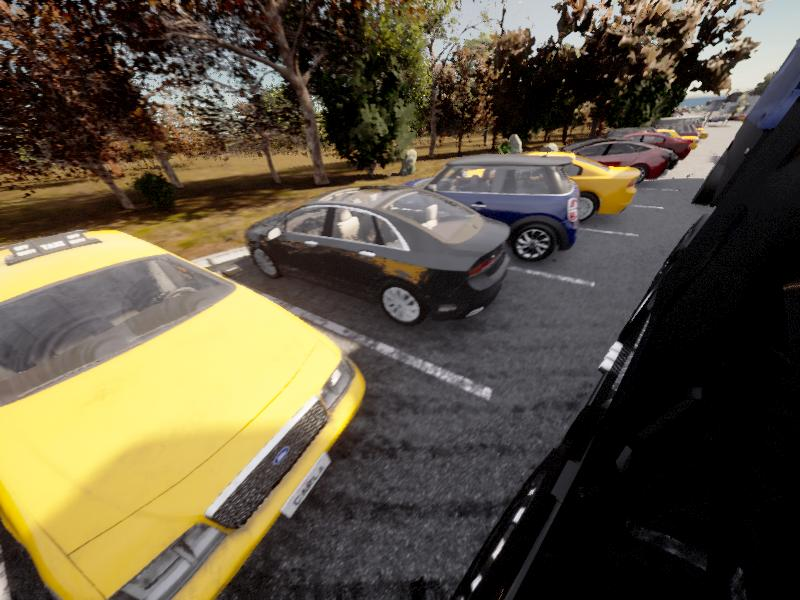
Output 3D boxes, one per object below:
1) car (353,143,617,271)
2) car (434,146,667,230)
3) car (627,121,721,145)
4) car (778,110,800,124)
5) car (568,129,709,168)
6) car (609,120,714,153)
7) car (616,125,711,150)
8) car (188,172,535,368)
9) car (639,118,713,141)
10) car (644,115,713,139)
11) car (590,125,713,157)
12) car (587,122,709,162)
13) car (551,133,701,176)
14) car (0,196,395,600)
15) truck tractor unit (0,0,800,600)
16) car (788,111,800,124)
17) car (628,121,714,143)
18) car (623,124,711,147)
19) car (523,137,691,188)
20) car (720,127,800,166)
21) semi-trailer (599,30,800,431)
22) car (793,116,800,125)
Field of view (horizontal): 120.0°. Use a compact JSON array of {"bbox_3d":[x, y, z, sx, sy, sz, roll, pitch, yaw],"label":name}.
[{"bbox_3d":[1.523,-2.398,5.333,4.553,1.767,2.185,17,41,26],"label":"car"},{"bbox_3d":[3.771,-3.516,6.899,5.008,1.535,2.097,17,41,25],"label":"car"},{"bbox_3d":[25.910,-16.007,22.235,5.366,1.575,1.946,14,39,23],"label":"car"},{"bbox_3d":[77.892,-34.890,43.948,5.566,2.045,2.435,11,39,17],"label":"car"},{"bbox_3d":[12.704,-8.439,12.932,5.008,1.535,2.097,16,40,24],"label":"car"},{"bbox_3d":[19.296,-12.303,17.485,4.553,1.767,2.185,15,40,24],"label":"car"},{"bbox_3d":[21.448,-13.446,19.160,4.674,1.452,2.002,15,40,23],"label":"car"},{"bbox_3d":[-0.765,-1.092,3.940,4.892,1.521,2.231,17,41,26],"label":"car"},{"bbox_3d":[30.019,-18.727,25.424,4.553,1.767,2.185,14,40,22],"label":"car"},{"bbox_3d":[32.197,-20.099,26.957,4.442,1.987,1.878,13,39,22],"label":"car"},{"bbox_3d":[16.930,-10.991,16.088,5.366,1.575,1.946,15,40,24],"label":"car"},{"bbox_3d":[14.872,-9.802,14.413,4.553,1.767,2.185,15,40,24],"label":"car"},{"bbox_3d":[10.516,-7.172,11.421,4.792,1.488,2.163,16,40,25],"label":"car"},{"bbox_3d":[-2.888,0.154,2.394,5.366,1.575,1.946,17,40,26],"label":"car"},{"bbox_3d":[2.645,-0.295,0.352,6.516,4.208,3.053,-28,44,-30],"label":"truck tractor unit"},{"bbox_3d":[75.874,-33.448,42.191,4.442,1.987,1.878,11,39,17],"label":"car"},{"bbox_3d":[27.709,-17.378,23.973,5.366,1.575,1.946,14,40,23],"label":"car"},{"bbox_3d":[23.603,-14.724,20.739,4.674,1.452,2.002,14,40,23],"label":"car"},{"bbox_3d":[8.226,-5.949,9.928,4.792,1.488,2.163,16,40,25],"label":"car"},{"bbox_3d":[19.464,-8.394,12.526,4.181,1.385,1.994,-30,44,-32],"label":"car"},{"bbox_3d":[8.639,-3.639,4.291,14.254,4.402,2.717,-29,44,-30],"label":"semi-trailer"},{"bbox_3d":[74.006,-31.924,40.441,4.553,1.767,2.185,11,39,17],"label":"car"}]
